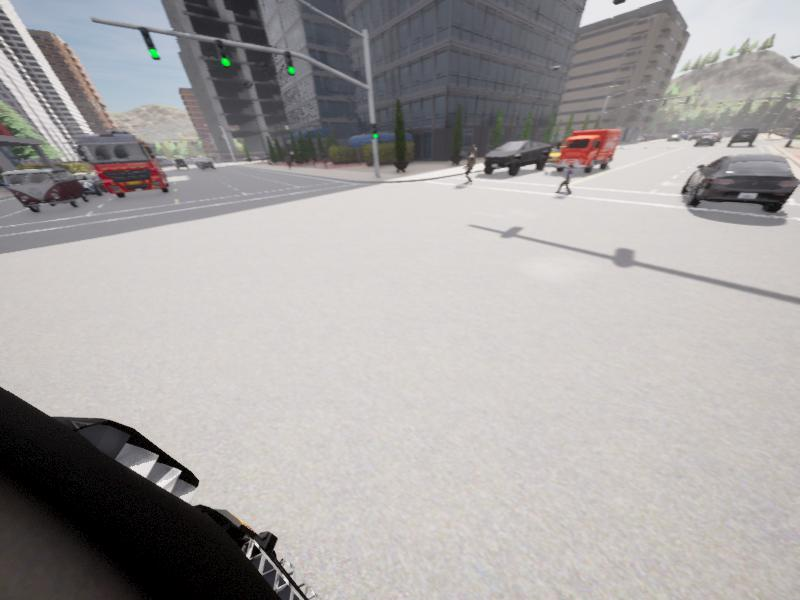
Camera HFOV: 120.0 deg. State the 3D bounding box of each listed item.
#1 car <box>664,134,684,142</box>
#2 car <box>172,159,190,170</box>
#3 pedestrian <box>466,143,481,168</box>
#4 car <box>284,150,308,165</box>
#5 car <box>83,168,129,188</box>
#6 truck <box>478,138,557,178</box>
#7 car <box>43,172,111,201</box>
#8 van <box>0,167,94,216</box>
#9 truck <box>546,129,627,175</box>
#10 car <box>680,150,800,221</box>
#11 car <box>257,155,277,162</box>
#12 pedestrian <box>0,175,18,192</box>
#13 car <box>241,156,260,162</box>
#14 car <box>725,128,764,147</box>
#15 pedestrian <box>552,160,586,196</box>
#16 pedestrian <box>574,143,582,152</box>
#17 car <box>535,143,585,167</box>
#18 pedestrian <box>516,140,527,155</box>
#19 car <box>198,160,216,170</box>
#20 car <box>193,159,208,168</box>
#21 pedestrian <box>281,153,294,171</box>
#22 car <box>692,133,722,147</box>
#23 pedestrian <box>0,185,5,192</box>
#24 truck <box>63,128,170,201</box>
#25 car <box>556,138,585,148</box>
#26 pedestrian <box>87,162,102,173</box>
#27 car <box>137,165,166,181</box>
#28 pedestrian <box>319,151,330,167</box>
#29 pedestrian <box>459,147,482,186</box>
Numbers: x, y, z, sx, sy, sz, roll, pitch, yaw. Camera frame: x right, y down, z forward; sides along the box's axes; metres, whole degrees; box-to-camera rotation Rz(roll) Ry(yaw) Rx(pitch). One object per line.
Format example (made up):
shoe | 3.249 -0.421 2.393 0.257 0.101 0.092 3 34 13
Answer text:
car | 66.451 -39.213 55.955 4.792 1.488 2.163 -26 40 -31
car | -45.240 -28.020 47.671 1.905 1.878 3.866 -27 40 -31
pedestrian | 6.758 -13.306 21.281 0.751 1.860 0.751 -22 38 -26
car | -18.820 -26.095 42.257 2.390 2.098 6.274 -7 34 -7
car | -31.640 -13.322 25.066 2.033 1.411 5.357 -27 41 -31
truck | 9.047 -10.960 17.699 6.274 2.098 2.390 -26 40 -30
car | -24.138 -8.684 17.471 1.970 1.475 3.806 -27 40 -31
van | -20.091 -6.367 13.232 1.775 1.987 4.442 -27 40 -31
truck | 13.539 -10.814 16.794 5.204 2.467 2.627 -26 40 -31
car | 11.412 -4.100 7.852 1.812 1.442 4.674 25 43 36
car | -43.188 -46.133 75.052 5.027 1.651 2.152 -27 40 -31
pedestrian | -37.485 -11.019 21.853 0.751 1.300 0.751 -29 41 -33
car | -48.595 -45.948 75.232 4.718 1.301 1.895 -27 40 -31
car | 47.495 -22.457 31.897 5.566 2.045 2.150 -26 40 -31
pedestrian | 7.336 -5.307 10.062 0.751 1.300 0.751 25 43 35
pedestrian | 27.595 -23.650 35.782 0.500 1.100 0.500 -19 37 -22
car | 15.124 -13.719 21.809 5.366 1.575 1.801 -26 40 -30
pedestrian | 17.796 -22.396 33.943 0.751 1.860 0.751 -25 40 -29
car | -35.720 -24.946 42.666 1.837 1.490 4.892 -27 40 -31
car | -44.824 -30.643 51.859 1.882 1.535 5.008 -27 40 -31
pedestrian | -13.818 -17.040 28.482 0.751 1.860 0.751 -26 40 -30
car | 47.892 -24.979 36.055 4.974 1.542 2.038 -27 41 -30
pedestrian | -37.949 -10.944 21.274 0.751 1.860 0.751 21 40 31
truck | -20.418 -10.320 17.510 2.891 3.827 8.468 -27 41 -31
car | 38.810 -35.847 52.723 2.097 1.767 4.553 -26 40 -30
pedestrian | -61.890 -26.769 46.805 0.751 1.860 0.751 -12 35 -13
car | -31.121 -16.005 29.058 1.994 1.385 4.181 -27 41 -31
pedestrian | -10.563 -19.801 32.346 0.751 1.860 0.751 18 39 29
pedestrian | 4.110 -7.798 13.534 0.751 1.860 0.751 27 44 37
